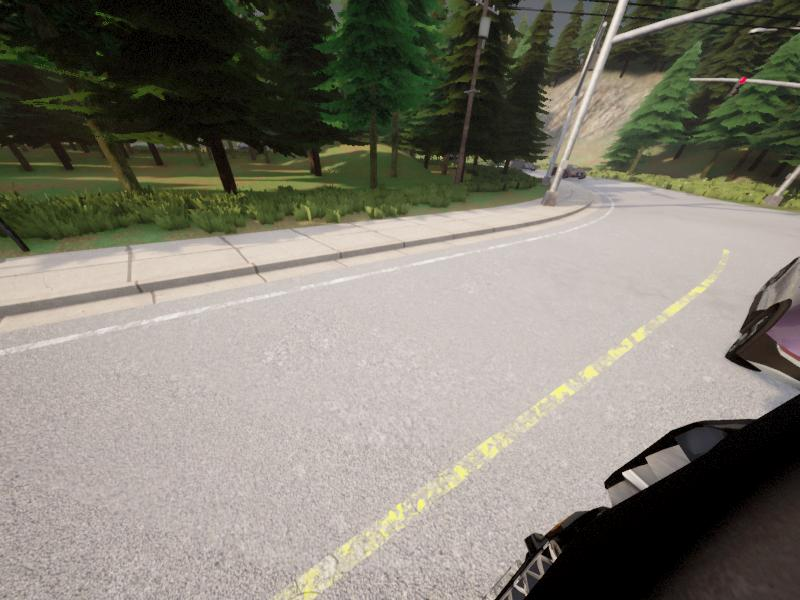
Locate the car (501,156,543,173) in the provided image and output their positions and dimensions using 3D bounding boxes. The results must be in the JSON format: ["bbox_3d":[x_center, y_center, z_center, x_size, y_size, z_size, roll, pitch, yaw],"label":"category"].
[{"bbox_3d":[17.375,-19.569,33.306,2.152,1.651,5.027,-9,35,-18],"label":"car"}]

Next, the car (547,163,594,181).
[{"bbox_3d":[18.790,-14.320,25.737,1.994,1.385,4.181,2,34,-2],"label":"car"}]

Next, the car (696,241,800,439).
[{"bbox_3d":[6.133,0.168,2.699,4.856,1.649,2.033,-17,39,-28],"label":"car"}]
